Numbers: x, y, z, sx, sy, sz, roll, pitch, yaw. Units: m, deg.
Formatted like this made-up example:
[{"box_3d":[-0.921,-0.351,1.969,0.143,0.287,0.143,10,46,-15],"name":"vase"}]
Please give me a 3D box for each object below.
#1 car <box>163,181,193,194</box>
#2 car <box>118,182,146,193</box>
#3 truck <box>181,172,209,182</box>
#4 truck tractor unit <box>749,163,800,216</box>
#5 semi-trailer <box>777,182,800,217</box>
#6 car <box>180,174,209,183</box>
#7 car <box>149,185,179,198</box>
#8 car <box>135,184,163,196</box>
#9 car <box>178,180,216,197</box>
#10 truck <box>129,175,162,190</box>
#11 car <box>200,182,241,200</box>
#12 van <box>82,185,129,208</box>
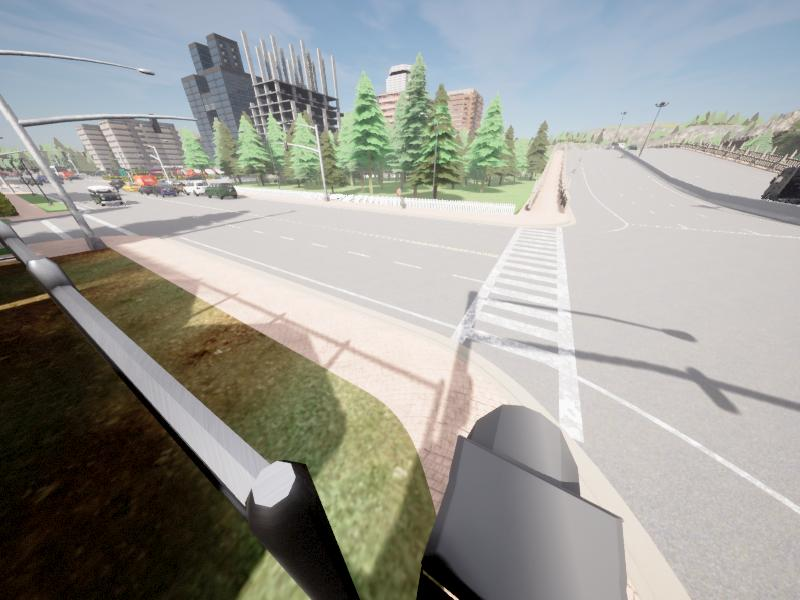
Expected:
[{"box_3d":[-38.129,-19.391,39.713,4.605,1.855,1.932,17,34,27],"name":"car"},{"box_3d":[-48.306,-20.325,41.642,5.366,1.575,1.801,17,34,27],"name":"car"},{"box_3d":[-62.560,-37.542,70.571,2.627,2.467,5.204,16,33,26],"name":"truck"},{"box_3d":[39.615,-10.762,22.282,3.053,4.208,6.516,17,35,26],"name":"truck tractor unit"},{"box_3d":[35.184,-7.533,16.598,2.717,4.402,14.254,20,36,30],"name":"semi-trailer"},{"box_3d":[-60.315,-35.807,67.978,2.150,2.045,5.566,16,34,26],"name":"car"},{"box_3d":[-35.779,-16.477,34.990,3.705,1.549,1.789,17,34,27],"name":"car"},{"box_3d":[-41.167,-18.094,37.870,4.193,1.474,1.816,17,34,27],"name":"car"},{"box_3d":[-31.950,-17.568,36.387,5.566,2.045,2.150,17,34,27],"name":"car"},{"box_3d":[-51.240,-23.670,46.531,5.204,2.467,2.627,17,34,27],"name":"truck"},{"box_3d":[-25.721,-15.660,33.083,5.566,2.045,2.150,17,34,27],"name":"car"},{"box_3d":[-34.650,-12.231,27.157,4.480,2.038,2.069,17,34,27],"name":"van"}]
